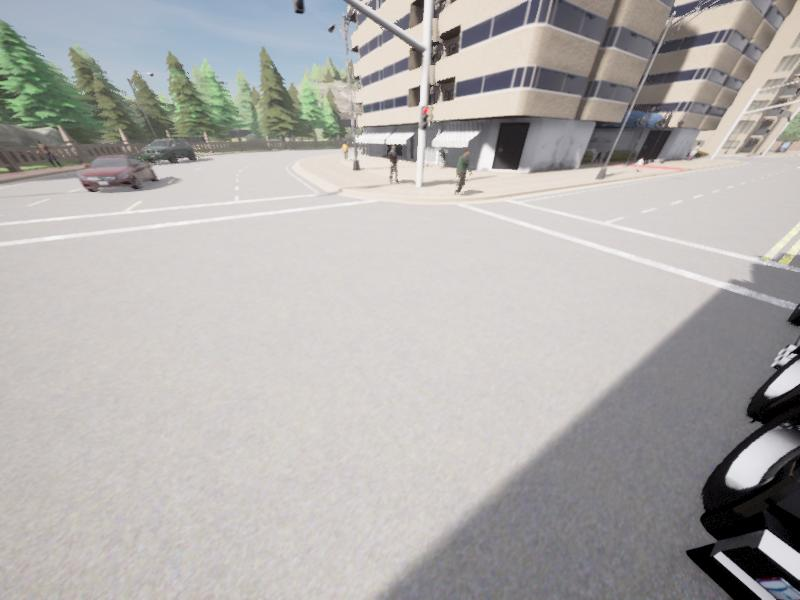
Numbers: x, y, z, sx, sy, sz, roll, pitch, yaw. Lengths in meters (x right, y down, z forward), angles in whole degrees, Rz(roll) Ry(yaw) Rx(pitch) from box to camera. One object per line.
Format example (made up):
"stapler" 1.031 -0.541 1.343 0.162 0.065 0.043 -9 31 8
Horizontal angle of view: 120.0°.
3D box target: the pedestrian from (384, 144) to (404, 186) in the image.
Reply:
"pedestrian" -0.319 -7.175 12.260 0.751 1.860 0.751 -18 39 -24

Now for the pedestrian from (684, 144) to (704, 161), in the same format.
"pedestrian" 38.849 -19.537 30.551 0.751 1.860 0.751 -18 39 -24

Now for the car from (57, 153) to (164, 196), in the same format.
"car" -14.664 -6.766 12.154 1.812 1.442 4.674 -16 38 -22

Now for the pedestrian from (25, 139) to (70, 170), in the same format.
"pedestrian" -25.528 -10.575 16.778 0.751 1.860 0.751 -11 37 -16

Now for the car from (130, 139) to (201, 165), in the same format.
"car" -23.610 -15.305 23.712 2.150 2.045 5.566 -4 35 -7

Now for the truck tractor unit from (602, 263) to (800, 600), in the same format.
"truck tractor unit" 5.114 -0.297 0.787 6.516 4.208 3.053 -18 39 -24

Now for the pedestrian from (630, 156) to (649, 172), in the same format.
"pedestrian" 19.683 -11.166 18.994 0.500 1.100 0.500 -17 39 -24

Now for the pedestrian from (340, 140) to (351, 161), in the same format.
"pedestrian" -5.849 -16.044 24.867 0.751 1.860 0.751 -20 40 -27

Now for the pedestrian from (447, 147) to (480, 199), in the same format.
"pedestrian" 2.690 -5.435 9.912 0.751 1.860 0.751 -20 40 -27
